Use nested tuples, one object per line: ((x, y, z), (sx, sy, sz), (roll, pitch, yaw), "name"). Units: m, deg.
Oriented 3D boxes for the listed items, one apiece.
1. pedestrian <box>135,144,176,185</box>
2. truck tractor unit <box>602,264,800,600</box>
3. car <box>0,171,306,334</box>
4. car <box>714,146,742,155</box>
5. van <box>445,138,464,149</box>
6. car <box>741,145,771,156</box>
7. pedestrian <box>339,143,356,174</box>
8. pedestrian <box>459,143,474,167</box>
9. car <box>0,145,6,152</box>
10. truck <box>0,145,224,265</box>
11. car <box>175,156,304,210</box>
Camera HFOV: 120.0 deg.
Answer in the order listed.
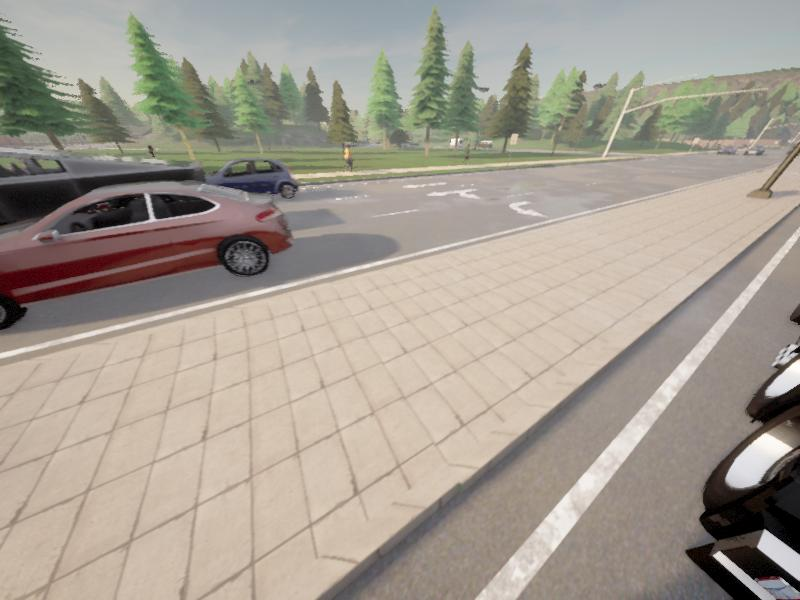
((-12.990, -7.238, 12.351), (0.751, 1.860, 0.751), (-21, 40, -28), "pedestrian")
((5.109, -0.304, 0.779), (6.516, 4.208, 3.053), (-18, 39, -24), "truck tractor unit")
((-4.769, -1.208, 4.275), (5.027, 1.651, 2.152), (-19, 39, -25), "car")
((67.064, -30.612, 47.207), (4.974, 1.542, 2.038), (-19, 39, -25), "car")
((16.960, -48.821, 72.020), (1.988, 2.561, 5.915), (-18, 39, -24), "van")
((69.301, -29.096, 44.963), (4.856, 1.649, 2.033), (-19, 39, -25), "car")
((-3.811, -10.384, 16.948), (0.751, 1.860, 0.751), (-21, 40, -28), "pedestrian")
((6.302, -13.738, 21.852), (0.751, 1.860, 0.751), (-17, 38, -23), "pedestrian")
((-73.074, -26.654, 40.407), (2.128, 1.511, 4.902), (-18, 39, -25), "car")
((-8.487, -2.480, 5.654), (6.274, 2.098, 2.390), (-19, 39, -25), "truck")
((-6.644, -5.226, 10.045), (3.988, 1.617, 1.851), (-19, 39, -25), "car")
